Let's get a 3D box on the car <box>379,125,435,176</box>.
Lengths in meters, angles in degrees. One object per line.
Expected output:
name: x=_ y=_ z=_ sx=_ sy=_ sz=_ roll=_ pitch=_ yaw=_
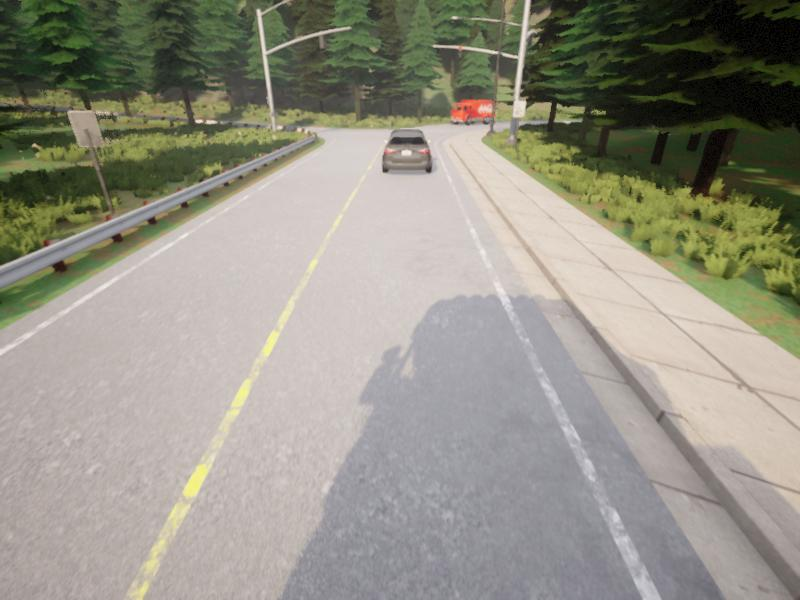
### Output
car: x=0.333 y=-6.935 z=18.287 sx=2.242 sy=1.667 sz=4.611 roll=1 pitch=27 yaw=1

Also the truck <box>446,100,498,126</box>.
truck: x=7.987 y=-20.766 z=44.294 sx=5.204 sy=2.467 sz=2.627 roll=-19 pitch=33 yaw=-33
